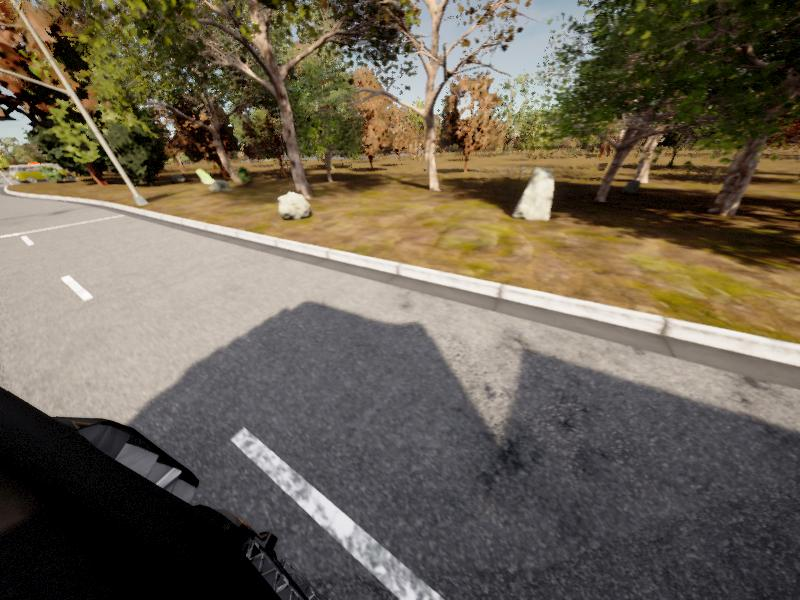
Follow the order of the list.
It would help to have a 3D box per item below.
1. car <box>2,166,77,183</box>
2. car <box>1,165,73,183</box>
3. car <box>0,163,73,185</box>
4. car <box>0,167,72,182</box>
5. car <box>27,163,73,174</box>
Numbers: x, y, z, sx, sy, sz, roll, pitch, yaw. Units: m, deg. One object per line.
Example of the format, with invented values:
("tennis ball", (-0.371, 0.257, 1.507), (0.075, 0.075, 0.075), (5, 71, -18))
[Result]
("car", (-51.395, -18.047, 33.161), (1.946, 1.575, 5.366), (7, 35, 15))
("car", (-49.077, -17.143, 31.408), (2.185, 1.767, 4.553), (7, 35, 15))
("car", (-46.703, -16.302, 29.786), (1.878, 1.987, 4.442), (7, 35, 14))
("car", (-53.872, -18.745, 34.389), (1.946, 1.575, 5.366), (8, 35, 15))
("car", (-86.012, -32.462, 56.906), (2.435, 2.045, 5.566), (10, 35, 19))
